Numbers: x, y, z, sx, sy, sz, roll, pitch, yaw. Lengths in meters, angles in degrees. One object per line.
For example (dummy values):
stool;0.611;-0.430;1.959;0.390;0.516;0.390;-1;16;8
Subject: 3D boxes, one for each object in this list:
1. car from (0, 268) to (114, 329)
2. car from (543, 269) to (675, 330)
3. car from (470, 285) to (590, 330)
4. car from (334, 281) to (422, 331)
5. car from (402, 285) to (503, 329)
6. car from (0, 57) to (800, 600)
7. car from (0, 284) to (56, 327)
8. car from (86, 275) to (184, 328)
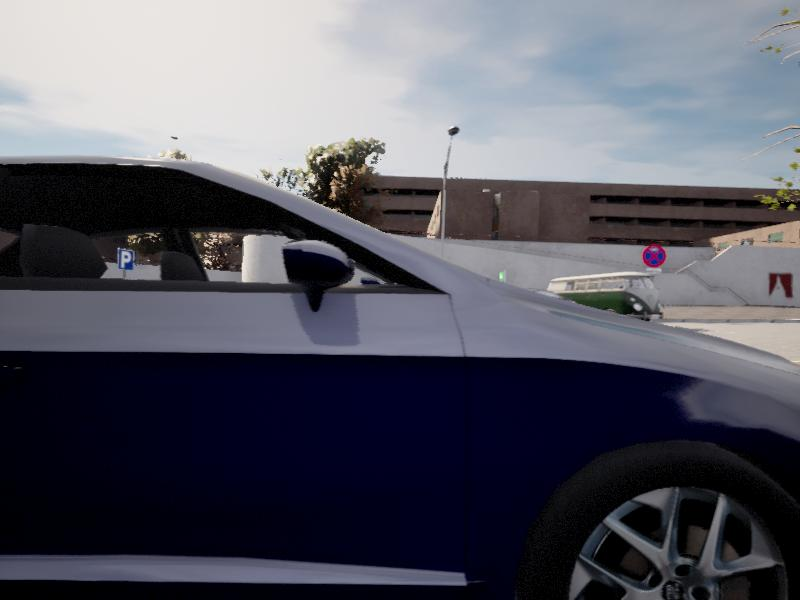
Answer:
car;-13.026;-0.017;15.587;1.878;1.987;4.442;1;-1;-20
car;7.822;0.014;15.511;1.878;1.987;4.442;1;-1;-20
car;4.797;0.277;15.623;2.002;1.452;4.674;0;-1;-20
car;-1.090;0.223;15.476;1.946;1.575;5.366;1;-1;-20
car;1.824;0.273;15.641;2.002;1.452;4.674;1;-1;-20
car;-0.694;0.252;1.706;4.193;1.474;1.816;0;0;0
car;-16.116;0.206;15.876;1.946;1.575;5.366;0;-1;-20
car;-10.099;0.090;15.713;2.185;1.767;4.553;1;-1;-20
